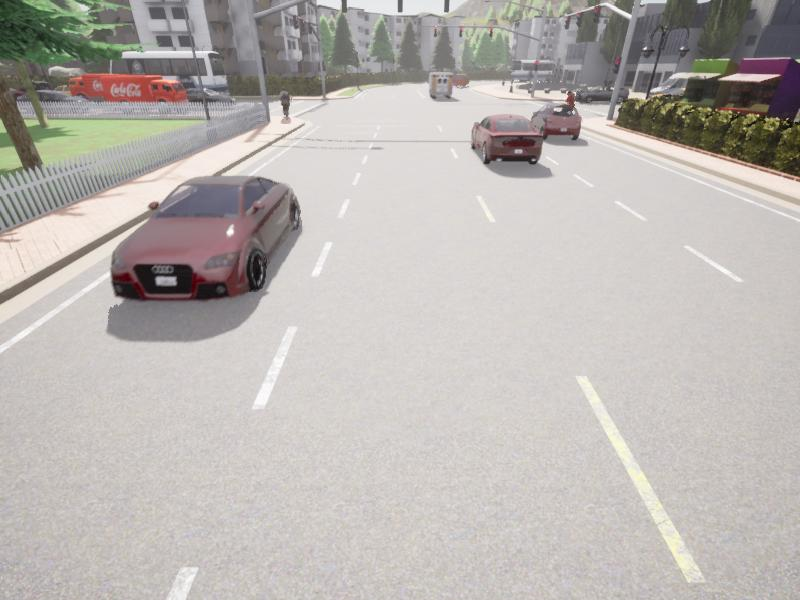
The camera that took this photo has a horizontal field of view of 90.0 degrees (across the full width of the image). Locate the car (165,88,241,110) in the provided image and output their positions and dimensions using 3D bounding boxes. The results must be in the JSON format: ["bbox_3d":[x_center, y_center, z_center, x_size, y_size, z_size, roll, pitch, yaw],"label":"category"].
[{"bbox_3d":[-15.988,-16.459,32.708,4.902,1.511,2.128,1,30,2],"label":"car"}]

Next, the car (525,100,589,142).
[{"bbox_3d":[7.587,-8.884,19.717,1.845,1.501,3.633,2,30,3],"label":"car"}]

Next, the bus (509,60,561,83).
[{"bbox_3d":[29.927,-50.782,88.767,10.273,4.253,3.944,-12,32,-19],"label":"bus"}]

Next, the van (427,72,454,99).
[{"bbox_3d":[4.465,-24.209,45.074,2.351,2.431,6.366,0,30,0],"label":"van"}]

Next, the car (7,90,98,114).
[{"bbox_3d":[-25.922,-14.864,29.993,4.892,1.490,1.837,1,30,2],"label":"car"}]

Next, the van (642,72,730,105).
[{"bbox_3d":[26.434,-19.671,37.191,5.915,2.561,1.988,1,30,2],"label":"van"}]

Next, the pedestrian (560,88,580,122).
[{"bbox_3d":[10.587,-12.188,25.000,0.751,1.860,0.751,9,31,14],"label":"pedestrian"}]

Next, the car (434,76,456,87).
[{"bbox_3d":[7.994,-38.369,70.212,2.152,1.651,5.027,13,33,22],"label":"car"}]

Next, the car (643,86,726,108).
[{"bbox_3d":[24.349,-17.509,34.440,5.366,1.575,1.801,1,30,2],"label":"car"}]

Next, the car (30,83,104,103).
[{"bbox_3d":[-32.550,-20.319,39.250,5.366,1.575,1.801,1,30,2],"label":"car"}]

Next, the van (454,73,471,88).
[{"bbox_3d":[10.579,-37.057,67.515,1.775,1.987,4.442,12,32,19],"label":"van"}]

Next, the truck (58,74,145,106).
[{"bbox_3d":[-26.578,-18.828,35.815,5.204,2.467,2.627,1,30,2],"label":"truck"}]

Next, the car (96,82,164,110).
[{"bbox_3d":[-22.058,-16.731,32.797,3.866,1.878,1.905,1,30,2],"label":"car"}]

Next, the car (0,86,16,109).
[{"bbox_3d":[-35.739,-16.863,33.290,5.027,1.651,2.152,1,30,2],"label":"car"}]

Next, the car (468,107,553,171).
[{"bbox_3d":[3.932,-6.271,15.234,1.882,1.535,5.008,0,30,0],"label":"car"}]

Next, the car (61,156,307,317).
[{"bbox_3d":[-3.167,-1.414,7.083,1.994,1.385,4.181,0,30,1],"label":"car"}]

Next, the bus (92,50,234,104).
[{"bbox_3d":[-22.136,-21.224,38.151,10.273,4.253,3.944,1,30,2],"label":"bus"}]

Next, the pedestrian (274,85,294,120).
[{"bbox_3d":[-7.088,-12.069,24.493,0.751,1.860,0.751,-14,33,-23],"label":"pedestrian"}]

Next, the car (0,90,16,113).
[{"bbox_3d":[-32.479,-14.983,30.196,4.892,1.490,1.837,1,30,2],"label":"car"}]

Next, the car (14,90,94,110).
[{"bbox_3d":[-28.531,-16.592,33.149,4.718,1.301,1.895,1,30,2],"label":"car"}]

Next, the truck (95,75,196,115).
[{"bbox_3d":[-18.570,-15.154,29.522,5.204,2.467,2.627,1,30,2],"label":"truck"}]

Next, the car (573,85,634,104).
[{"bbox_3d":[19.030,-19.351,37.648,4.514,1.525,2.007,1,30,2],"label":"car"}]

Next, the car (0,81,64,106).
[{"bbox_3d":[-33.344,-18.702,36.171,3.866,1.878,1.905,1,30,2],"label":"car"}]
